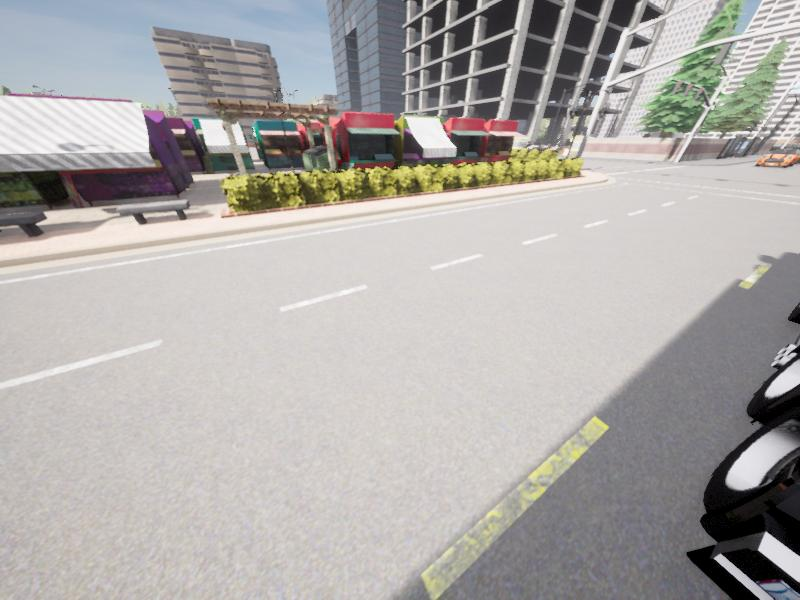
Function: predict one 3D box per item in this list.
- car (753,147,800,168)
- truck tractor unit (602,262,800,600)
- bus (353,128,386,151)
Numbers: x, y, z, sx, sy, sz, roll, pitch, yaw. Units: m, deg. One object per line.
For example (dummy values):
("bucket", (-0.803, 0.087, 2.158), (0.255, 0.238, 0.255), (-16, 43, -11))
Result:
("car", (40.921, -15.357, 24.811), (4.553, 1.767, 2.097), (-18, 39, -24))
("truck tractor unit", (5.102, -0.310, 0.783), (6.516, 4.208, 3.053), (-19, 39, -24))
("bus", (-7.551, -39.283, 56.505), (3.944, 4.253, 10.273), (-18, 40, -24))
